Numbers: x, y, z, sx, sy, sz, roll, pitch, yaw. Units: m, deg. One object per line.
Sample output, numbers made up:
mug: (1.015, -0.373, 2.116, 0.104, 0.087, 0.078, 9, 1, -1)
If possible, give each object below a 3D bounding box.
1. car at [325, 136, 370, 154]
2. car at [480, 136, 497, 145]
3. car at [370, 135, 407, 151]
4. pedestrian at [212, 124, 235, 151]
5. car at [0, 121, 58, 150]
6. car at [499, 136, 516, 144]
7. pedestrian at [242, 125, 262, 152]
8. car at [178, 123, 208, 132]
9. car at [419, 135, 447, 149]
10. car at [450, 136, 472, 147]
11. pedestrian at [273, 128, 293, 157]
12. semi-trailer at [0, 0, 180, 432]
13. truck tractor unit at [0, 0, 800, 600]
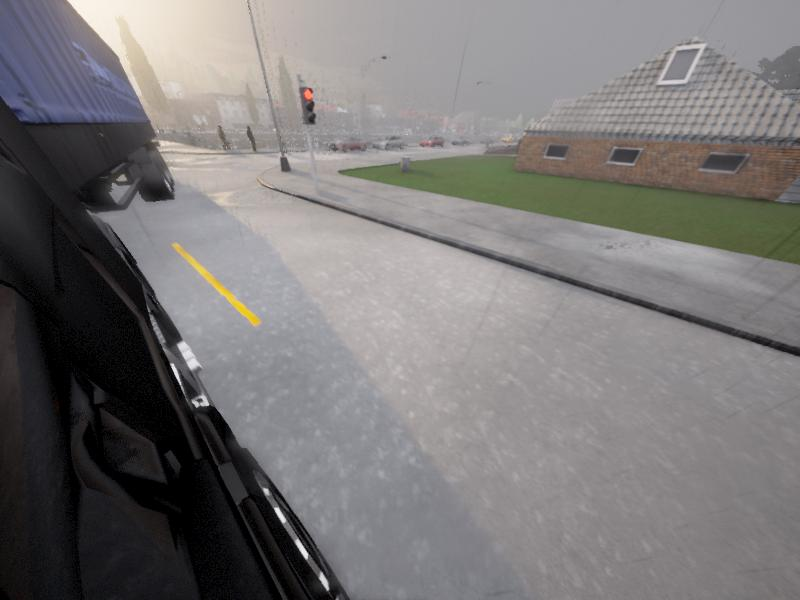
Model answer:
car: (-5.445, -16.412, 24.352, 1.994, 1.385, 4.181, 27, 43, 30)
car: (18.414, -33.292, 48.225, 1.845, 1.501, 3.633, 27, 43, 30)
car: (-1.288, -19.405, 28.471, 2.007, 1.525, 4.514, 27, 43, 30)
pedestrian: (-15.108, -13.893, 19.815, 0.751, 1.860, 0.751, 8, 37, 7)
car: (-30.354, -13.383, 18.743, 4.611, 1.667, 2.242, 27, 43, 30)
car: (26.021, -38.653, 55.847, 1.882, 1.535, 5.008, 27, 43, 30)
pedestrian: (-12.823, -14.001, 20.062, 0.751, 1.860, 0.751, 24, 42, 27)
car: (-53.362, -44.503, 59.647, 2.152, 1.651, 5.027, 27, 43, 30)
car: (4.986, -23.825, 34.761, 2.007, 1.525, 4.514, 27, 43, 30)
car: (10.815, -27.912, 40.620, 1.816, 1.474, 4.193, 27, 43, 30)
pedestrian: (-9.455, -12.707, 18.689, 0.751, 1.860, 0.751, 8, 37, 7)
semi-trailer: (-7.752, -4.089, 5.013, 2.717, 4.402, 14.254, -24, 44, -30)
truck tractor unit: (-2.645, -0.295, 0.351, 6.516, 4.208, 3.053, 28, 44, 30)
